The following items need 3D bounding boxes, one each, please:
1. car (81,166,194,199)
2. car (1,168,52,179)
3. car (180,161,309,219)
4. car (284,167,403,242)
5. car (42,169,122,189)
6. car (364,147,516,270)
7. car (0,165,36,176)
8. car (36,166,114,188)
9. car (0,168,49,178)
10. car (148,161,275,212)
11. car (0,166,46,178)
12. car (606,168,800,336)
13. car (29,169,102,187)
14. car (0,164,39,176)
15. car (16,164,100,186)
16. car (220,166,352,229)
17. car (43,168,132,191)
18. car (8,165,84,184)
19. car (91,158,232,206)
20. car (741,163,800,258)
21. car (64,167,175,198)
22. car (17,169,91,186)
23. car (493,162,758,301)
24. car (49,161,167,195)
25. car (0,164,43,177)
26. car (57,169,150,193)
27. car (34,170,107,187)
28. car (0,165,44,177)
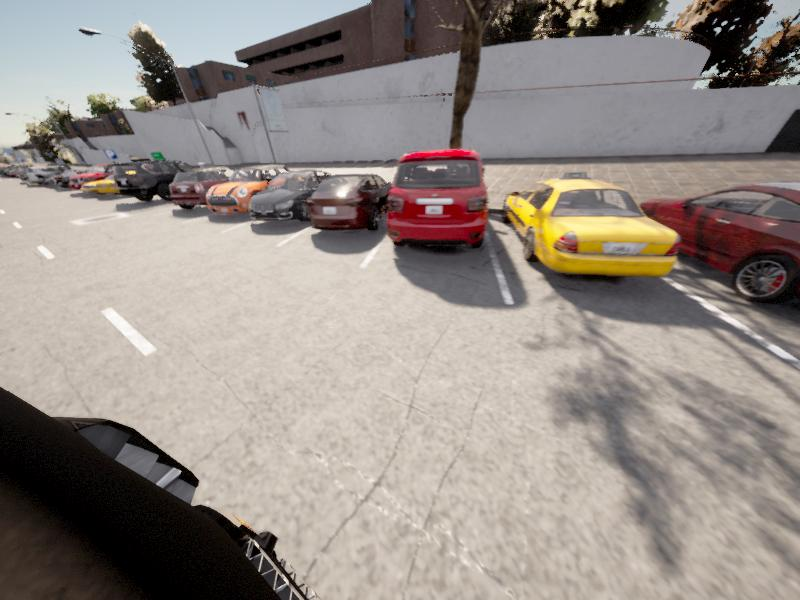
[{"bbox_3d":[-19.397,-9.043,17.584,1.946,1.575,5.366,4,34,11],"label":"car"},{"bbox_3d":[-73.479,-25.065,45.569,2.163,1.488,4.792,5,34,10],"label":"car"},{"bbox_3d":[-6.563,-5.261,10.662,2.185,1.767,4.553,4,34,10],"label":"car"},{"bbox_3d":[-1.421,-3.597,8.063,2.163,1.488,4.792,4,34,10],"label":"car"},{"bbox_3d":[-34.856,-13.414,25.568,2.002,1.452,4.674,4,34,10],"label":"car"},{"bbox_3d":[1.143,-3.062,6.567,2.435,2.045,5.566,4,34,10],"label":"car"},{"bbox_3d":[-88.870,-29.940,53.275,1.878,1.987,4.442,5,34,10],"label":"car"},{"bbox_3d":[-37.429,-14.323,26.852,2.185,1.767,4.553,4,34,10],"label":"car"},{"bbox_3d":[-76.057,-25.860,46.924,2.002,1.452,4.674,5,34,10],"label":"car"},{"bbox_3d":[-9.154,-5.992,11.953,2.185,1.767,4.553,4,34,10],"label":"car"},{"bbox_3d":[-78.624,-26.767,48.128,2.185,1.767,4.553,4,34,10],"label":"car"},{"bbox_3d":[6.291,-1.256,4.011,2.002,1.452,4.674,4,34,11],"label":"car"},{"bbox_3d":[-42.579,-15.711,29.632,2.163,1.488,4.792,4,34,10],"label":"car"},{"bbox_3d":[-91.411,-30.827,54.701,2.435,2.045,5.566,5,34,10],"label":"car"},{"bbox_3d":[-45.161,-16.709,30.821,2.435,2.045,5.566,4,34,10],"label":"car"},{"bbox_3d":[-3.990,-4.375,9.368,2.231,1.521,4.892,5,34,10],"label":"car"},{"bbox_3d":[-32.291,-12.692,24.188,2.097,1.535,5.008,4,34,11],"label":"car"},{"bbox_3d":[-52.887,-18.995,34.788,2.435,2.045,5.566,5,34,10],"label":"car"},{"bbox_3d":[-14.297,-7.653,14.625,2.435,2.045,5.566,4,34,11],"label":"car"},{"bbox_3d":[8.859,-0.740,2.527,2.435,2.045,5.566,4,34,11],"label":"car"},{"bbox_3d":[-22.032,-9.596,18.627,1.946,1.575,5.366,4,34,10],"label":"car"},{"bbox_3d":[-47.763,-17.156,32.124,1.946,1.575,5.366,5,34,10],"label":"car"},{"bbox_3d":[3.755,-2.169,5.489,1.946,1.575,5.366,4,34,10],"label":"car"},{"bbox_3d":[-24.581,-10.641,19.973,2.435,2.045,5.566,4,34,10],"label":"car"},{"bbox_3d":[-86.295,-29.225,52.015,2.435,2.045,5.566,5,34,10],"label":"car"},{"bbox_3d":[-27.144,-11.156,21.477,2.163,1.488,4.792,4,34,10],"label":"car"},{"bbox_3d":[-39.998,-14.922,28.268,2.002,1.452,4.674,5,34,10],"label":"car"},{"bbox_3d":[-81.159,-27.715,49.512,1.878,1.987,4.442,4,34,10],"label":"car"}]
